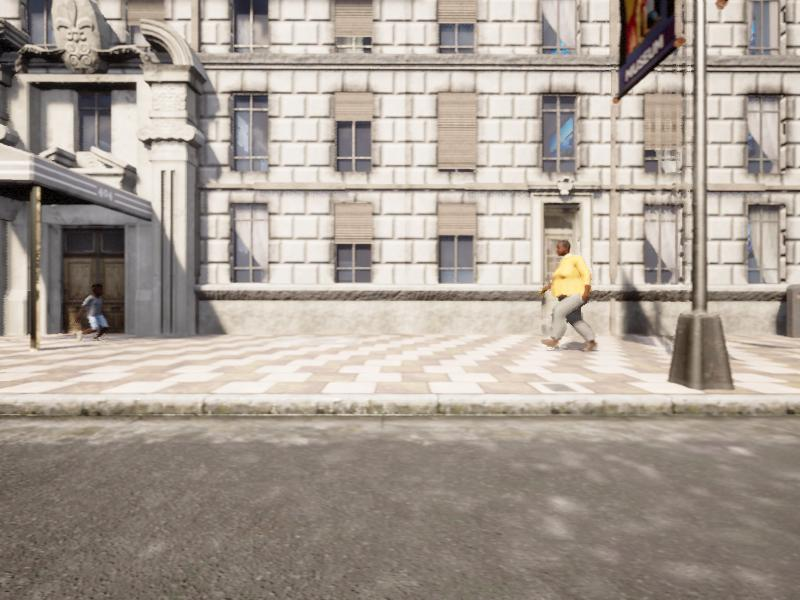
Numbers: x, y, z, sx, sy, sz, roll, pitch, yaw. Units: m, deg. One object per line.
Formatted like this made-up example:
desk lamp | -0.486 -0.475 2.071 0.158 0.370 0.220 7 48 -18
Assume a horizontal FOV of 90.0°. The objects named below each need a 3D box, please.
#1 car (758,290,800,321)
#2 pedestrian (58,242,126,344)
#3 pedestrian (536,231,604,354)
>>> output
car | 20.498 0.259 19.532 2.007 1.525 4.514 0 0 0
pedestrian | -5.880 -0.124 7.681 0.751 1.860 0.751 0 0 -3
pedestrian | 2.701 -0.111 6.412 0.751 1.860 0.751 0 0 -2
